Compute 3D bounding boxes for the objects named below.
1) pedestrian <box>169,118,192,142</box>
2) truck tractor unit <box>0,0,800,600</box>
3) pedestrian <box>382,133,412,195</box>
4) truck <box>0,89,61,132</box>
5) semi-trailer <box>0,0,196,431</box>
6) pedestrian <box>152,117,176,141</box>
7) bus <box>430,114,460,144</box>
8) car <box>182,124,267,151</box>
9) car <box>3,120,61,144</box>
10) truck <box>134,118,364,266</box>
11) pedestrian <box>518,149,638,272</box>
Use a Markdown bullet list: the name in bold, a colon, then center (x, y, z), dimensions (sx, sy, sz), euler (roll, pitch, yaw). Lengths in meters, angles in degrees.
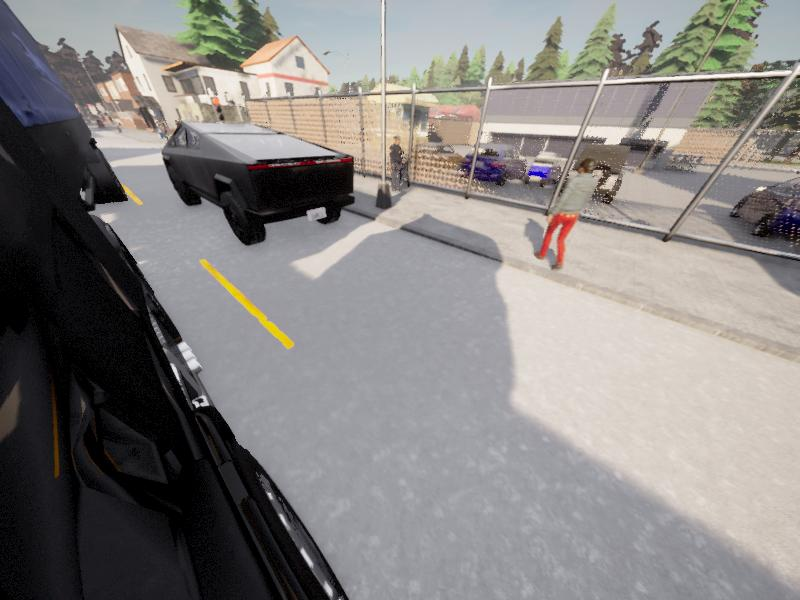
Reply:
- **pedestrian**: center (-21.577, -16.722, 22.757), dimensions (0.751, 1.860, 0.751), euler (1, 37, -3)
- **truck tractor unit**: center (-2.645, -0.295, 0.351), dimensions (6.516, 4.208, 3.053), euler (28, 44, 30)
- **pedestrian**: center (-0.145, -4.968, 8.489), dimensions (0.751, 1.860, 0.751), euler (-25, 45, -32)
- **truck**: center (-46.646, -23.731, 29.078), dimensions (8.468, 3.827, 2.891), euler (28, 44, 30)
- **semi-trailer**: center (-8.407, -3.797, 4.482), dimensions (14.254, 4.402, 2.717), euler (32, 46, 33)
- **pedestrian**: center (-23.123, -16.729, 22.667), dimensions (0.751, 1.860, 0.751), euler (0, 37, -4)
- **bus**: center (8.699, -34.374, 46.434), dimensions (3.944, 4.253, 10.273), euler (2, 37, 0)
- **car**: center (-14.646, -13.729, 19.627), dimensions (1.930, 1.638, 5.238), euler (32, 45, 33)
- **car**: center (-30.150, -13.877, 19.057), dimensions (4.181, 1.385, 1.994), euler (28, 44, 30)
- **truck**: center (-4.037, -3.302, 6.036), dimensions (6.274, 2.098, 2.390), euler (28, 44, 30)
- **pedestrian**: center (2.932, -1.518, 4.091), dimensions (0.751, 1.860, 0.751), euler (4, 37, 1)
